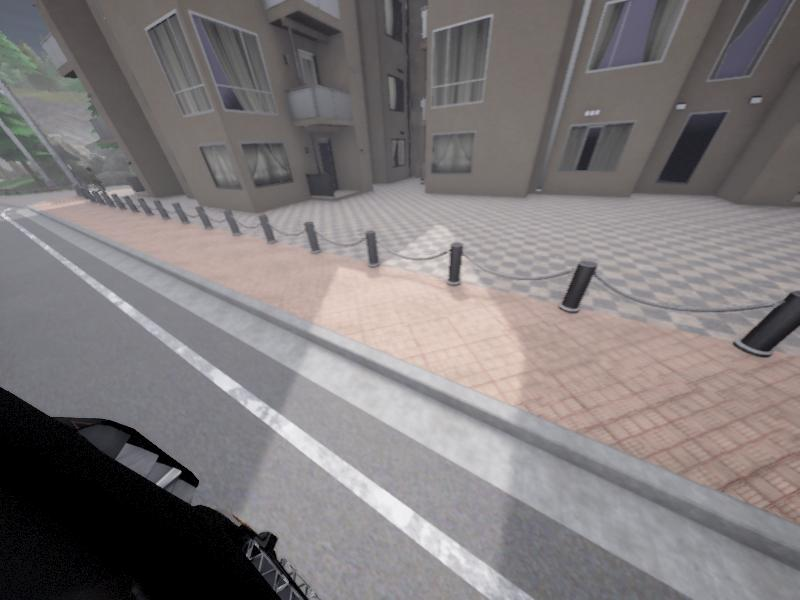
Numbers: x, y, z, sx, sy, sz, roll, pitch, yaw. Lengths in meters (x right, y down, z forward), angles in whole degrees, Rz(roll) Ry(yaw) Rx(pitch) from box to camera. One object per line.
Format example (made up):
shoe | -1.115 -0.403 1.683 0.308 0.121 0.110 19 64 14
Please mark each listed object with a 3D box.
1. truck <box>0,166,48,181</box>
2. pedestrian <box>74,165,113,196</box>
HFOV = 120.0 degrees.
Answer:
truck | -75.193 -24.865 45.290 2.390 2.098 6.274 15 38 25
pedestrian | -21.587 -8.456 16.325 0.751 1.860 0.751 15 38 24
